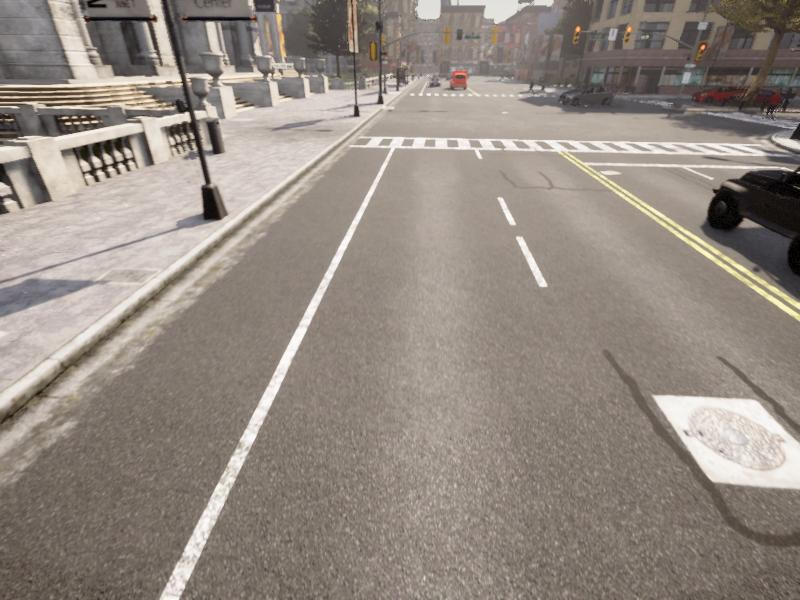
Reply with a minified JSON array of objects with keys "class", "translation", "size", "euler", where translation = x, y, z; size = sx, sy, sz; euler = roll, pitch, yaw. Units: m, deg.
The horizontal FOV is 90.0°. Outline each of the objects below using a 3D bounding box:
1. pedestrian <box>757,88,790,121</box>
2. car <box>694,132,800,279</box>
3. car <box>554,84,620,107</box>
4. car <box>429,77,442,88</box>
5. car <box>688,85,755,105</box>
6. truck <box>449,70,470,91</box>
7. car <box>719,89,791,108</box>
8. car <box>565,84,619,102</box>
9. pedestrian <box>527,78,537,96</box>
[{"class":"pedestrian","translation":[24.754,-12.960,26.529],"size":[0.751,1.860,0.751],"euler":[5,31,9]},{"class":"car","translation":[7.690,-1.701,7.121],"size":[1.905,1.878,3.866],"euler":[2,30,3]},{"class":"car","translation":[16.592,-18.264,35.727],"size":[4.611,1.667,2.242],"euler":[-5,30,-9]},{"class":"car","translation":[5.659,-35.099,64.546],"size":[1.970,1.475,3.806],"euler":[2,30,4]},{"class":"car","translation":[31.124,-19.930,38.882],"size":[4.514,1.525,2.007],"euler":[2,30,4]},{"class":"truck","translation":[8.685,-32.331,58.837],"size":[2.627,2.467,5.204],"euler":[2,32,3]},{"class":"car","translation":[31.691,-18.054,35.843],"size":[4.181,1.385,1.994],"euler":[2,30,3]},{"class":"car","translation":[19.632,-21.232,41.057],"size":[4.674,1.442,1.812],"euler":[15,33,23]},{"class":"pedestrian","translation":[15.825,-25.645,48.089],"size":[0.751,1.860,0.751],"euler":[3,30,4]}]
